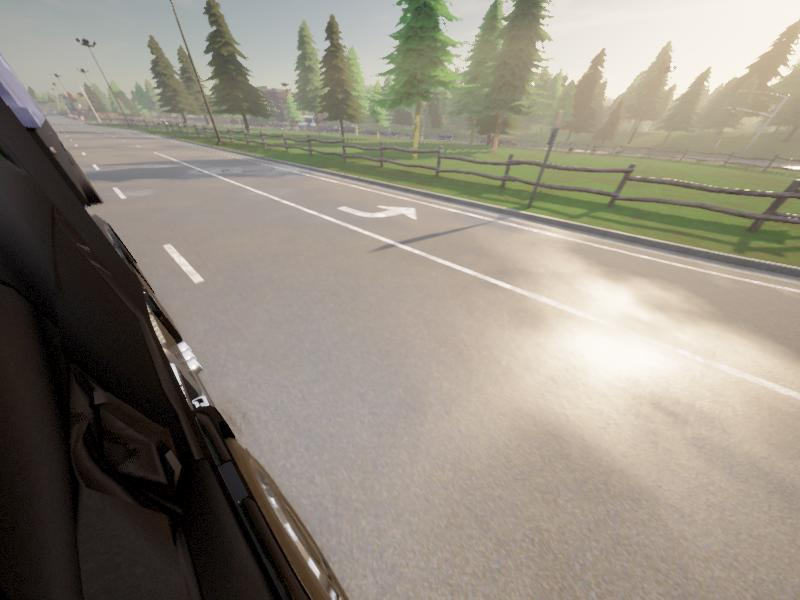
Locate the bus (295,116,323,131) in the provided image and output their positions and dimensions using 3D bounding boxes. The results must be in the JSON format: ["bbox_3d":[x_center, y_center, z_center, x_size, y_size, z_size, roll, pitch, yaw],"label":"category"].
[{"bbox_3d":[-33.037,-64.221,84.020,10.273,4.253,3.944,28,44,30],"label":"bus"}]

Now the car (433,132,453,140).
[{"bbox_3d":[11.670,-44.728,62.995,5.008,1.535,1.882,28,44,30],"label":"car"}]

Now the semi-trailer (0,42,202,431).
[{"bbox_3d":[-8.699,-3.600,4.233,14.254,4.402,2.717,28,44,30],"label":"semi-trailer"}]

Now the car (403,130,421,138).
[{"bbox_3d":[3.498,-49.130,68.330,4.974,1.542,2.038,28,44,30],"label":"car"}]

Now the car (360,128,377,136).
[{"bbox_3d":[-8.975,-47.612,65.469,4.856,1.649,2.033,28,44,30],"label":"car"}]

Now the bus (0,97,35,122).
[{"bbox_3d":[-88.860,-43.572,52.866,10.273,4.253,3.944,28,44,30],"label":"bus"}]

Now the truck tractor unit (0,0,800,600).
[{"bbox_3d":[-2.645,-0.295,0.351,6.516,4.208,3.053,28,44,30],"label":"truck tractor unit"}]

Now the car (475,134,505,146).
[{"bbox_3d":[18.439,-32.912,47.525,5.027,1.651,2.152,28,44,30],"label":"car"}]
